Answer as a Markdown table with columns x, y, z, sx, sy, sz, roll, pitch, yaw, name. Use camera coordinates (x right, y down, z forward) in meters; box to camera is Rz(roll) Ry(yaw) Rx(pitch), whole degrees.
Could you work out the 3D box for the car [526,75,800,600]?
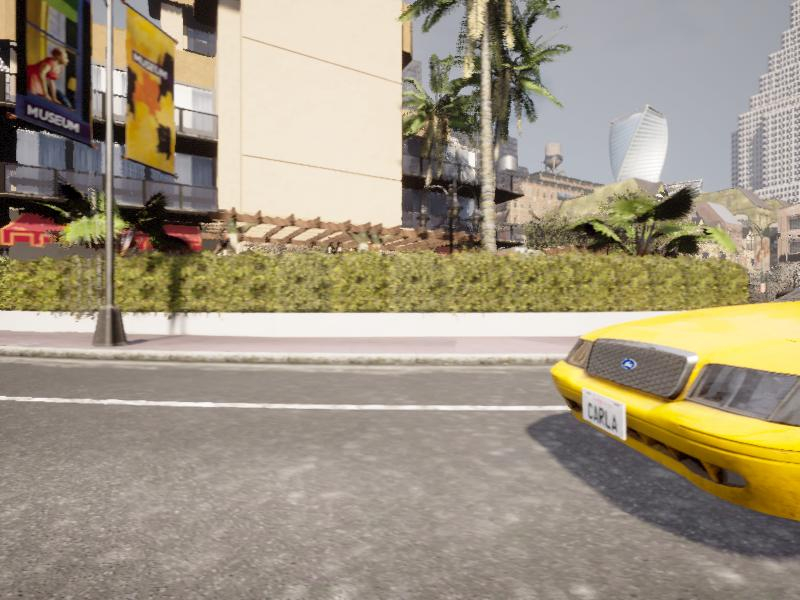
| x | y | z | sx | sy | sz | roll | pitch | yaw | name |
| --- | --- | --- | --- | --- | --- | --- | --- | --- | --- |
| 3.641 | 0.202 | 2.154 | 5.366 | 1.575 | 1.801 | 0 | 0 | -5 | car |
